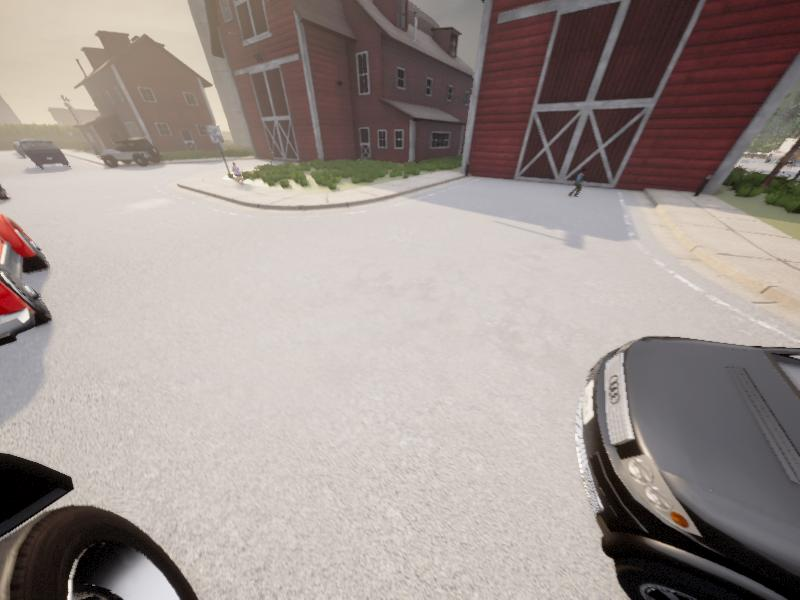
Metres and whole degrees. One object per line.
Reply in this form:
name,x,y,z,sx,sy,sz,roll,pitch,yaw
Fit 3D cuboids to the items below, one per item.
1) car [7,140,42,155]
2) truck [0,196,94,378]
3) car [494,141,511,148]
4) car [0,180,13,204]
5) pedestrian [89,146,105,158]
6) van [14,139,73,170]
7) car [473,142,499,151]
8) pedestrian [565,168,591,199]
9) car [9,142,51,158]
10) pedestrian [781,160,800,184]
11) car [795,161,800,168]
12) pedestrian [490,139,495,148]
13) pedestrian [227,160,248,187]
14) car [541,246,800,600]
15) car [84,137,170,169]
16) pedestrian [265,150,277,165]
car,-53.708,-21.882,33.047,5.238,1.638,1.930,22,41,28
truck,-6.980,-0.709,2.717,5.204,2.467,2.627,22,41,28
car,31.132,-47.146,69.987,4.193,1.474,1.816,23,41,28
car,-18.035,-4.764,9.318,4.181,1.385,1.994,22,41,28
pedestrian,-34.522,-16.890,26.311,0.500,1.100,0.500,12,37,16
van,-30.077,-12.387,19.495,4.442,1.987,1.775,22,41,28
car,18.922,-33.916,51.067,4.792,1.488,2.163,22,41,28
pedestrian,7.649,-5.031,9.943,0.500,1.100,0.500,23,41,28
car,-46.494,-18.876,28.987,4.792,1.488,2.163,22,41,28
pedestrian,23.980,-7.889,13.497,0.751,1.860,0.751,22,41,28
car,40.637,-13.240,21.863,1.845,1.501,3.633,23,41,29
pedestrian,24.755,-41.904,61.849,0.751,1.860,0.751,19,39,24
pedestrian,-8.160,-6.345,11.592,0.500,1.100,0.500,-20,40,-27
car,2.973,1.243,0.830,3.705,1.549,1.789,22,41,27
car,-22.571,-12.344,19.316,3.866,1.878,1.905,-5,41,-5
pedestrian,-11.530,-12.773,20.703,0.500,1.100,0.500,21,40,27
